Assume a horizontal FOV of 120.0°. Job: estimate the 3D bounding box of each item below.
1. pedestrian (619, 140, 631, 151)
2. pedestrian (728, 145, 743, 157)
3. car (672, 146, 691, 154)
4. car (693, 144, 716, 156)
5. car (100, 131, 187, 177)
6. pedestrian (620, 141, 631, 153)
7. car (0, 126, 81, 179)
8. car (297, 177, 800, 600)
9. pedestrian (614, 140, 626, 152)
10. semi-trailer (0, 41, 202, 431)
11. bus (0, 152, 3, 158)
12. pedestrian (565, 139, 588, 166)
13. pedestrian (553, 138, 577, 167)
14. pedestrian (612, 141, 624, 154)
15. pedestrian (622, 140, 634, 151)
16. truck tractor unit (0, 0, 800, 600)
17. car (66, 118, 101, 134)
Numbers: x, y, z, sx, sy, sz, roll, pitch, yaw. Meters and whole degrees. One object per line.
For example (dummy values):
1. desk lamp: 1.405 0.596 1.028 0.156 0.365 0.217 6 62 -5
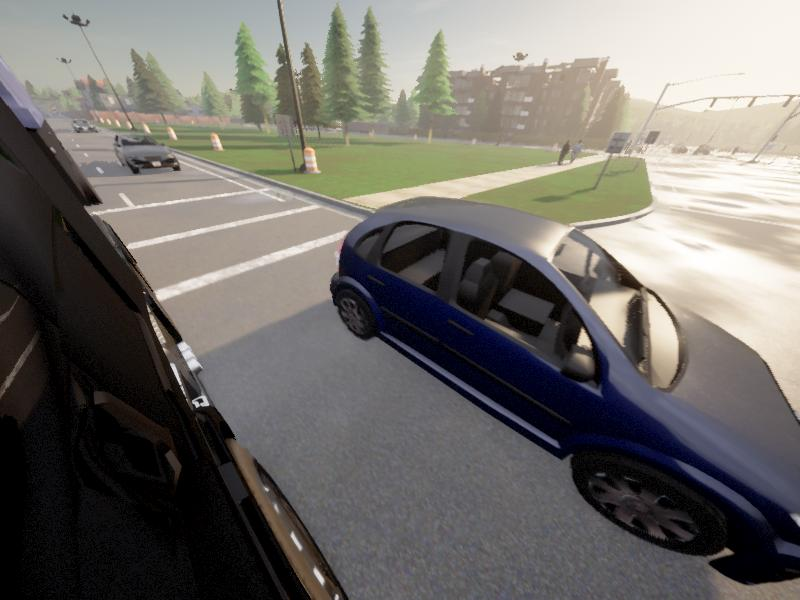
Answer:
1. pedestrian: 45.874 -31.611 47.167 0.751 1.860 0.751 -7 38 -13
2. pedestrian: 63.982 -28.397 44.061 0.751 1.860 0.751 29 44 31
3. car: 63.091 -33.697 51.856 1.895 1.301 4.718 28 43 30
4. car: 66.071 -32.691 50.236 1.905 1.878 3.866 28 43 30
5. car: -12.537 -7.216 11.263 4.193 1.474 1.816 28 44 30
6. pedestrian: 43.325 -29.487 44.410 0.751 1.860 0.751 32 45 33
7. car: -16.504 -6.685 10.259 4.902 1.511 2.128 29 44 31
8. car: 1.075 0.036 2.344 3.988 1.617 1.851 28 44 30
9. pedestrian: 42.459 -29.636 44.553 0.751 1.860 0.751 -28 47 -35
10. semi-trailer: -8.704 -3.603 4.220 14.254 4.402 2.717 28 44 30
11. bus: -20.351 -7.162 8.352 10.273 4.253 3.944 28 44 30
12. pedestrian: 14.840 -12.471 19.491 0.751 1.860 0.751 -29 47 -36
13. pedestrian: 13.096 -11.751 18.412 0.751 1.860 0.751 -29 47 -35
14. pedestrian: 36.428 -25.507 38.628 0.751 1.860 0.751 29 44 31
15. pedestrian: 46.072 -31.259 46.709 0.751 1.860 0.751 -8 38 -14
16. truck tractor unit: -2.645 -0.295 0.351 6.516 4.208 3.053 28 44 30
17. car: -40.048 -21.968 29.192 3.806 1.475 1.970 28 44 30
